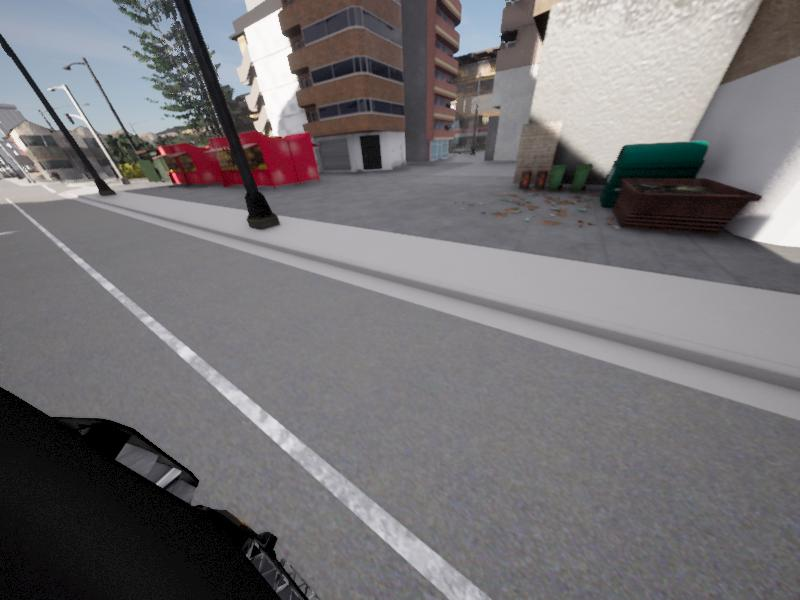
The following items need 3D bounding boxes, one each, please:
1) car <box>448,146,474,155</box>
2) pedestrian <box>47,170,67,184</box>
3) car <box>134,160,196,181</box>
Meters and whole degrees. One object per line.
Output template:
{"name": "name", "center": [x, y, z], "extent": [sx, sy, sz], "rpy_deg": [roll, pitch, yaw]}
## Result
{"name": "car", "center": [13.523, -33.233, 51.367], "extent": [4.902, 1.511, 2.128], "rpy_deg": [16, 38, 28]}
{"name": "pedestrian", "center": [-53.005, -18.970, 35.709], "extent": [0.751, 1.860, 0.751], "rpy_deg": [9, 35, 19]}
{"name": "car", "center": [-33.440, -18.675, 33.191], "extent": [2.150, 2.045, 5.566], "rpy_deg": [17, 38, 28]}
